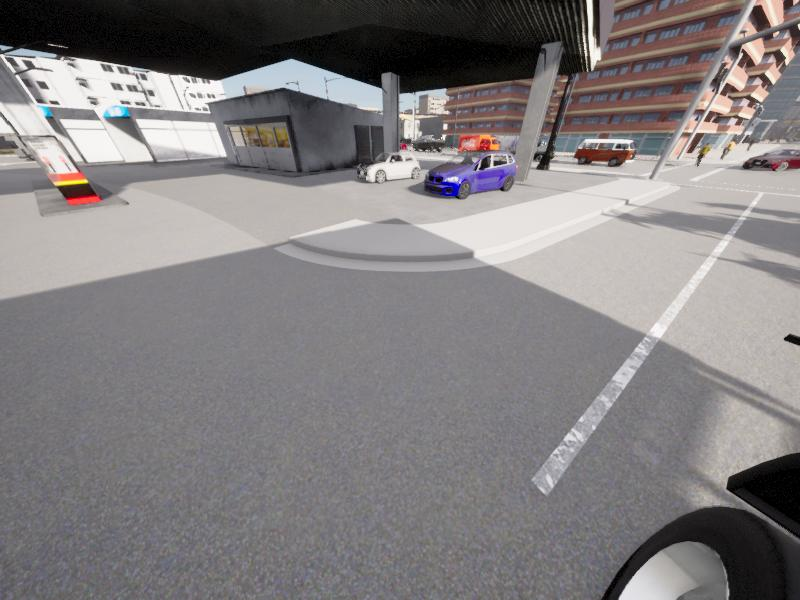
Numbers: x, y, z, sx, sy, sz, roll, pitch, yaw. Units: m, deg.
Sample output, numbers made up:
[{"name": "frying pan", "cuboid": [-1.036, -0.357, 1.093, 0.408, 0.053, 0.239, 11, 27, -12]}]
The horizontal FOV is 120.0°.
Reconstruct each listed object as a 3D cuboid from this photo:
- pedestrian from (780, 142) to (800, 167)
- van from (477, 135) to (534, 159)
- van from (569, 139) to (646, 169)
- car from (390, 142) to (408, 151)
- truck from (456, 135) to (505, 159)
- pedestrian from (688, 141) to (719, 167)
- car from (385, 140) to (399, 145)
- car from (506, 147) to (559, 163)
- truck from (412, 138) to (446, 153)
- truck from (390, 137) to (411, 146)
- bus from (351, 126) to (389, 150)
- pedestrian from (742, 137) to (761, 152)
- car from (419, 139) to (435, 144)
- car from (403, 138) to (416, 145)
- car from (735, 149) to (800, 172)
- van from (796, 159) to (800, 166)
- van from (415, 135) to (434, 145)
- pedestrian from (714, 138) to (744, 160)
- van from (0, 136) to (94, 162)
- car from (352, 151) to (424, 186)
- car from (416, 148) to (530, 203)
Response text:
[{"name": "pedestrian", "cuboid": [34.016, -12.415, 19.648, 0.751, 1.860, 0.751, -7, 36, -10]}, {"name": "van", "cuboid": [14.028, -20.796, 31.233, 2.351, 2.431, 6.366, -23, 41, -29]}, {"name": "van", "cuboid": [18.708, -13.452, 21.112, 2.069, 2.038, 4.480, -23, 41, -29]}, {"name": "car", "cuboid": [-0.184, -31.684, 47.566, 1.845, 1.501, 3.633, -23, 41, -29]}, {"name": "truck", "cuboid": [10.396, -20.252, 30.450, 2.627, 2.467, 5.204, -23, 41, -28]}, {"name": "pedestrian", "cuboid": [26.169, -12.619, 19.991, 0.751, 1.860, 0.751, 23, 41, 30]}, {"name": "car", "cuboid": [-2.588, -51.610, 75.756, 4.181, 1.385, 1.994, -22, 41, -27]}, {"name": "car", "cuboid": [14.683, -16.379, 25.942, 1.895, 1.301, 4.718, -23, 41, -29]}, {"name": "truck", "cuboid": [5.053, -27.765, 41.475, 2.390, 2.098, 6.274, -23, 41, -28]}, {"name": "truck", "cuboid": [0.206, -50.585, 73.641, 6.274, 2.098, 2.390, -23, 41, -27]}, {"name": "bus", "cuboid": [-7.200, -38.232, 54.523, 3.944, 4.253, 10.273, -23, 41, -28]}, {"name": "pedestrian", "cuboid": [55.901, -24.755, 36.748, 0.751, 1.860, 0.751, -18, 39, -23]}, {"name": "car", "cuboid": [9.656, -56.753, 82.537, 5.357, 1.411, 2.033, -23, 41, -27]}, {"name": "car", "cuboid": [3.251, -54.248, 78.861, 3.866, 1.878, 1.905, -23, 41, -27]}, {"name": "car", "cuboid": [29.787, -10.919, 18.022, 4.181, 1.385, 1.994, -4, 35, -6]}, {"name": "van", "cuboid": [38.069, -13.154, 20.553, 4.480, 2.038, 2.069, -22, 41, -28]}, {"name": "van", "cuboid": [8.196, -54.071, 77.976, 6.366, 2.431, 2.351, -23, 41, -27]}, {"name": "pedestrian", "cuboid": [34.193, -15.705, 24.052, 0.751, 1.860, 0.751, 5, 36, 8]}, {"name": "van", "cuboid": [-45.275, -19.691, 29.980, 1.988, 2.561, 5.915, 9, 36, 13]}, {"name": "car", "cuboid": [-0.666, -8.093, 14.034, 3.806, 1.475, 1.970, -22, 41, -28]}, {"name": "car", "cuboid": [3.252, -5.779, 10.441, 4.611, 1.667, 2.242, -22, 41, -28]}]
